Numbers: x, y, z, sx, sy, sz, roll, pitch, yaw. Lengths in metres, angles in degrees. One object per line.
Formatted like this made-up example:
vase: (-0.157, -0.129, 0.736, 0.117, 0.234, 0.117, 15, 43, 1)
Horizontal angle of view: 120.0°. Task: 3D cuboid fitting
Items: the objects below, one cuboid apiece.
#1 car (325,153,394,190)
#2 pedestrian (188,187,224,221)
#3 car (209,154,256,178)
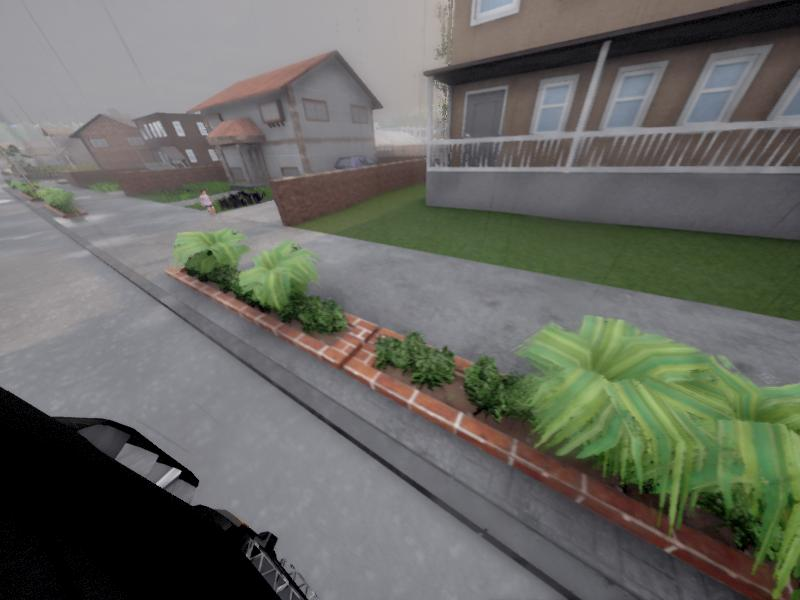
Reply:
car: (-2.154, -7.491, 13.361, 1.845, 1.501, 3.633, 17, 39, 27)
pedestrian: (-7.300, -3.630, 8.745, 0.500, 1.100, 0.500, 14, 37, 24)
car: (-17.051, -13.695, 23.546, 3.866, 1.878, 1.905, 17, 39, 27)
